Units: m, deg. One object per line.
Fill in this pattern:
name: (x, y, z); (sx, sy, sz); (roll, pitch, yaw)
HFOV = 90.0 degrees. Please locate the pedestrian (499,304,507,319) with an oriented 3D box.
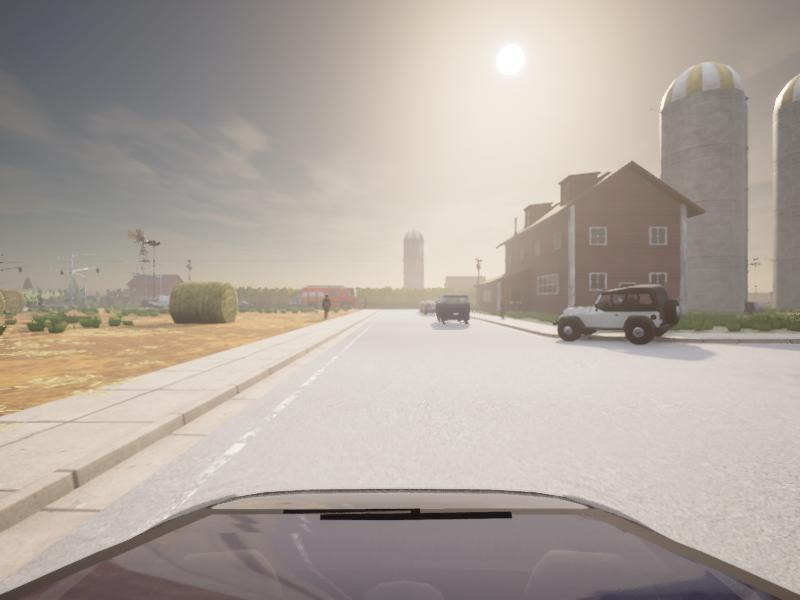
pedestrian: (7.584, 0.839, 29.493); (0.500, 1.100, 0.500); (0, 0, 2)

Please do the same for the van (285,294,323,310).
van: (-15.753, 0.292, 65.804); (5.915, 2.561, 1.988); (0, 0, 1)

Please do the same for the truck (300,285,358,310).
truck: (-10.911, -0.348, 62.227); (8.468, 3.827, 2.891); (0, 0, 1)

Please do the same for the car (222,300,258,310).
car: (-24.882, 0.824, 62.432); (4.792, 1.488, 2.163); (0, 0, 1)

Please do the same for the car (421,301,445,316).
car: (3.428, 0.814, 42.353); (2.163, 1.488, 4.792); (0, 0, 0)

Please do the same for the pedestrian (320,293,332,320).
pedestrian: (-5.160, 0.460, 27.912); (0.751, 1.860, 0.751); (0, 0, -6)

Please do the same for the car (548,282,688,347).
car: (7.639, 0.475, 14.261); (1.905, 1.878, 3.866); (-8, 3, -42)

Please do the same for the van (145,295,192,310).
van: (-38.227, 0.343, 66.128); (6.366, 2.431, 2.351); (0, 0, 2)

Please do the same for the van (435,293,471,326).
van: (3.455, 0.575, 26.826); (1.775, 1.987, 4.442); (0, 0, 0)

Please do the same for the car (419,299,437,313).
car: (3.413, 0.727, 50.165); (1.930, 1.638, 5.238); (0, 0, 0)
